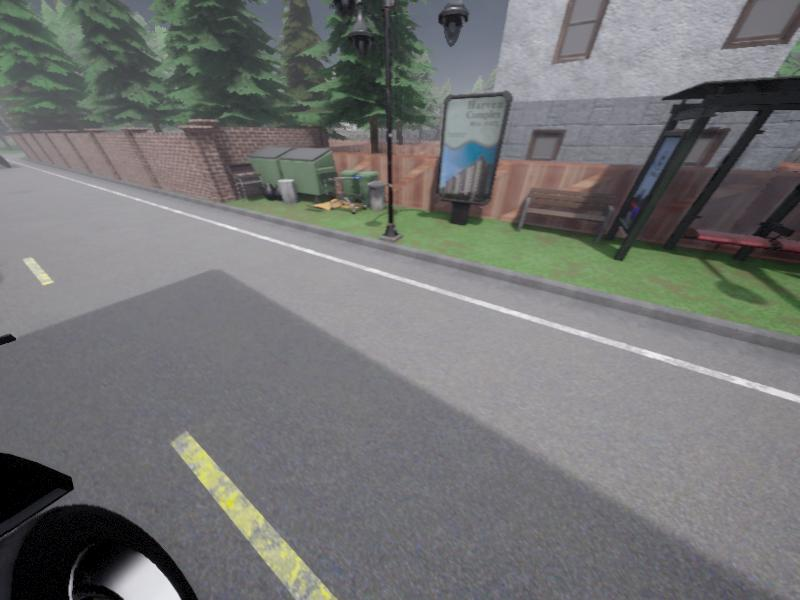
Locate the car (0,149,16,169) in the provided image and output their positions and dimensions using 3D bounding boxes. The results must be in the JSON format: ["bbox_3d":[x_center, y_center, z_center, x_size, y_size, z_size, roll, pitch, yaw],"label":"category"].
[{"bbox_3d":[-33.900,-11.598,18.723,4.514,1.525,2.007,19,40,25],"label":"car"}]

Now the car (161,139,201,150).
[{"bbox_3d":[-39.066,-27.898,41.404,1.812,1.442,4.674,19,39,24],"label":"car"}]

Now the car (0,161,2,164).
[{"bbox_3d":[-39.416,-13.520,21.380,3.705,1.549,1.789,19,40,24],"label":"car"}]
